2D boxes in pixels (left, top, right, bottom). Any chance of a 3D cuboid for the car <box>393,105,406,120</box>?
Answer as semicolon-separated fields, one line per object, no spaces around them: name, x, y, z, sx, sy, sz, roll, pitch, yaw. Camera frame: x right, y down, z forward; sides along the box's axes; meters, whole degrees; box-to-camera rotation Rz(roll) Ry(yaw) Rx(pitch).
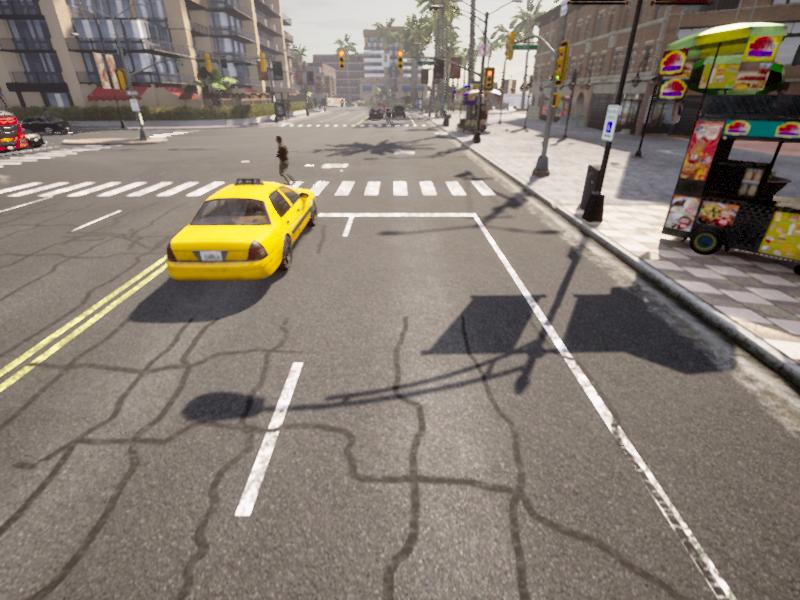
car;-0.078;-28.317;60.239;1.905;1.878;3.866;0;27;0

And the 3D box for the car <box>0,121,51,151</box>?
car;-25.498;-10.552;25.715;3.988;1.617;1.851;0;27;-1

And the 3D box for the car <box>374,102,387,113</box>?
car;-4.174;-40.961;84.912;2.150;2.045;5.566;-4;27;-7

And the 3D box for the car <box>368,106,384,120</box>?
car;-3.584;-28.335;60.524;2.242;1.667;4.611;0;27;0

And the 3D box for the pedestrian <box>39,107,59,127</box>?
pedestrian;-36.887;-19.188;42.030;0.751;1.860;0.751;2;27;3

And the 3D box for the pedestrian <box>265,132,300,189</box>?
pedestrian;-4.292;-5.126;14.681;0.751;1.860;0.751;5;27;10

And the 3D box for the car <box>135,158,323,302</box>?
car;-3.062;-1.891;8.688;1.801;1.575;5.366;0;27;-1

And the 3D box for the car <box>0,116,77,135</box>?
car;-32.339;-15.656;35.876;4.892;1.490;1.837;0;27;-1

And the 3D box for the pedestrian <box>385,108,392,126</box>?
pedestrian;-1.297;-20.757;45.371;0.751;1.860;0.751;0;27;0

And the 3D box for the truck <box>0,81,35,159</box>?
truck;-26.312;-9.918;22.027;8.468;3.827;2.891;0;27;0
